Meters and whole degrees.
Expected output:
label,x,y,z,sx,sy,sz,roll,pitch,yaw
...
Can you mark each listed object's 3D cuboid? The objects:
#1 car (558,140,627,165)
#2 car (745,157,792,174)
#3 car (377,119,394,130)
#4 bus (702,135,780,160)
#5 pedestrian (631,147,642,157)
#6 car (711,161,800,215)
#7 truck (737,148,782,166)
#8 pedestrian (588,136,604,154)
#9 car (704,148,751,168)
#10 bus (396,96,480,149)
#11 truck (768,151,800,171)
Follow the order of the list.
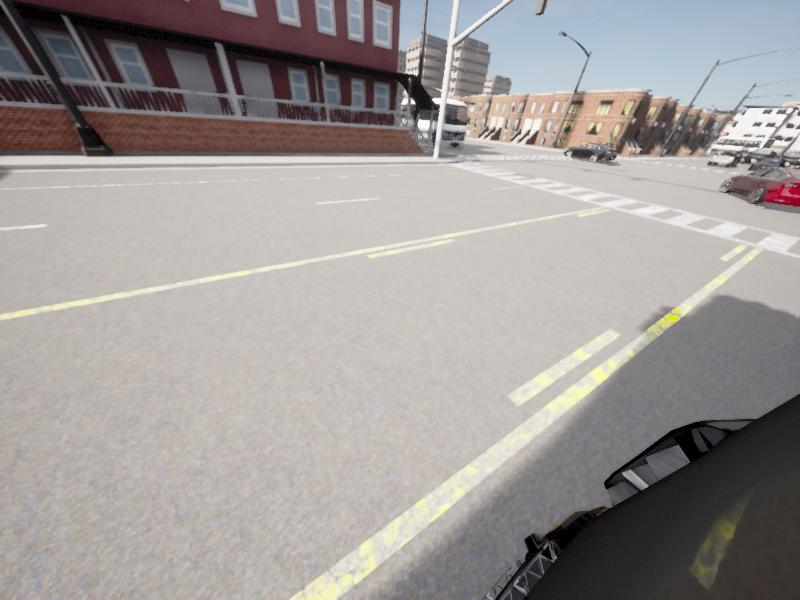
label,x,y,z,sx,sy,sz,roll,pitch,yaw
car,19.148,-14.943,23.344,2.128,1.511,4.902,-9,40,-16
car,42.284,-15.462,26.487,4.181,1.385,1.994,-17,42,-25
car,-3.818,-46.406,61.073,2.150,2.045,5.566,-17,43,-25
bus,88.489,-40.059,60.497,3.944,4.253,10.273,-3,38,-9
pedestrian,32.356,-20.234,31.556,0.500,1.100,0.500,-27,47,-34
car,18.009,-5.483,11.074,2.163,1.488,4.792,23,42,22
truck,56.825,-22.557,36.502,6.274,2.098,2.390,-17,42,-25
pedestrian,25.919,-20.469,30.574,0.751,1.860,0.751,-26,47,-33
car,40.751,-17.669,28.755,4.605,1.855,1.932,-17,42,-25
bus,3.878,-21.366,27.818,3.944,4.253,10.273,-17,42,-25
truck,56.004,-19.844,32.926,6.274,2.098,2.390,-17,42,-25
